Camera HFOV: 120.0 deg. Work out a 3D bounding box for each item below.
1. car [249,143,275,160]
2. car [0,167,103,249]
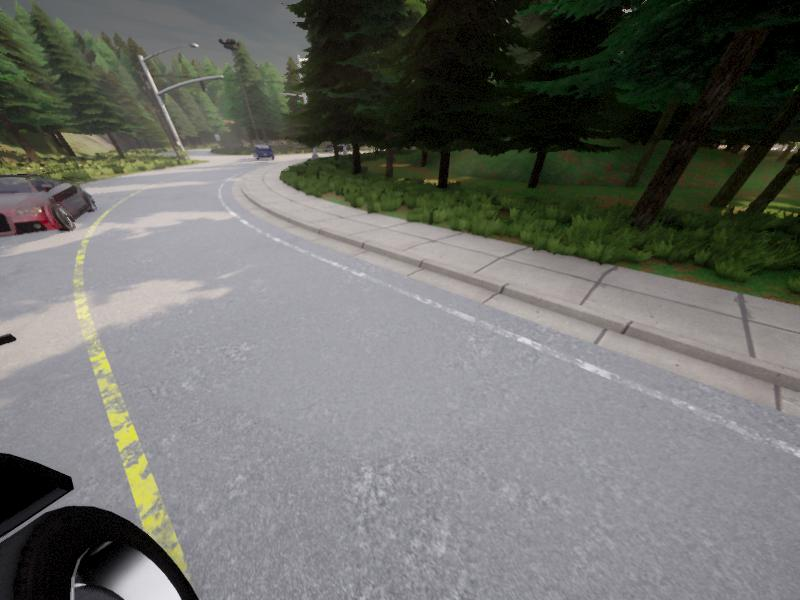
[{"bbox_3d":[-17.188,-18.435,28.679,1.882,1.535,5.008,-19,40,-27],"label":"car"},{"bbox_3d":[-11.019,-2.815,6.670,1.994,1.385,4.181,-23,41,-29],"label":"car"}]
